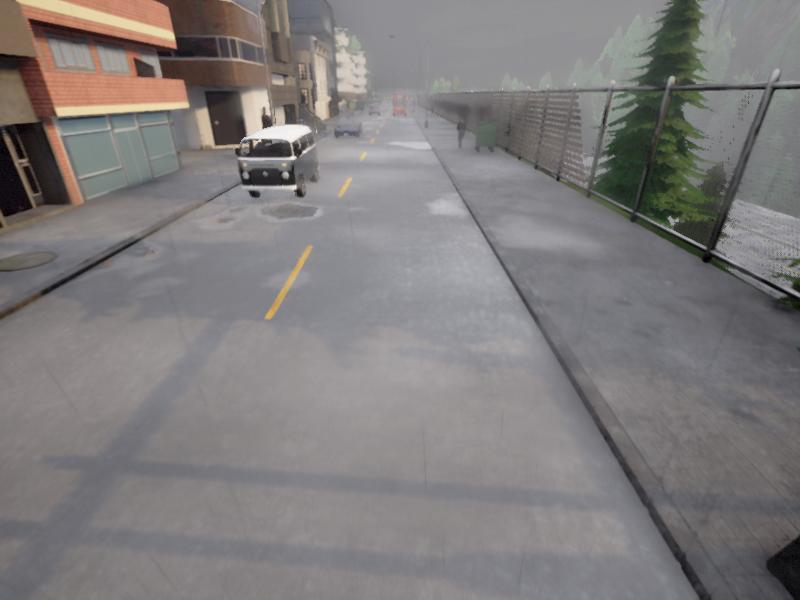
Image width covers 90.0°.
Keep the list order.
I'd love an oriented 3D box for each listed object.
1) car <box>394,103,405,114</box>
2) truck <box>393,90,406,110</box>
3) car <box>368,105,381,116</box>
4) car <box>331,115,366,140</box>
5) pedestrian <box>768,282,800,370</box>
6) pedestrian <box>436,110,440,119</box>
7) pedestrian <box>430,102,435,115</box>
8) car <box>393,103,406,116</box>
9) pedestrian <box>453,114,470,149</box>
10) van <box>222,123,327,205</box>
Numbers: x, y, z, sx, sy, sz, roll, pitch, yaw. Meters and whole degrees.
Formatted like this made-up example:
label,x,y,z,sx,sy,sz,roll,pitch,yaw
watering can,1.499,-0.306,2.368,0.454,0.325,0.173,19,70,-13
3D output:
label,x,y,z,sx,sy,sz,roll,pitch,yaw
car,-0.066,-36.771,76.791,2.152,1.651,5.027,0,27,0
truck,-0.069,-44.864,89.826,2.891,3.827,8.468,0,27,0
car,-4.053,-30.216,63.855,1.816,1.474,4.193,0,27,0
car,-4.031,-13.866,32.013,2.163,1.488,4.792,0,27,0
pedestrian,5.127,-0.043,4.415,0.751,1.860,0.751,1,27,3
pedestrian,5.096,-24.846,53.557,0.500,1.100,0.500,1,27,2
pedestrian,5.123,-30.215,63.182,0.751,1.860,0.751,0,27,0
car,-0.056,-30.903,64.870,2.097,1.767,4.553,0,27,0
pedestrian,3.649,-10.012,23.829,0.751,1.860,0.751,0,27,0
van,-4.017,-4.839,13.817,2.069,2.038,4.480,0,27,0
